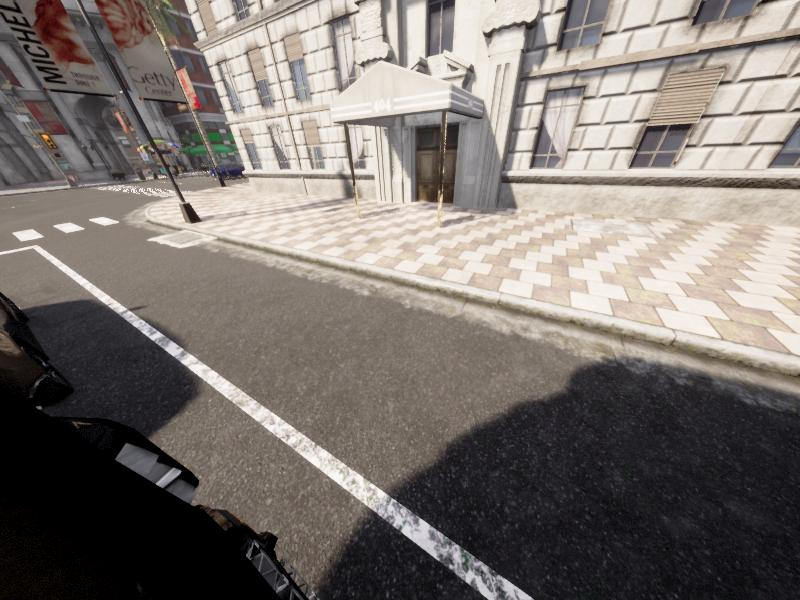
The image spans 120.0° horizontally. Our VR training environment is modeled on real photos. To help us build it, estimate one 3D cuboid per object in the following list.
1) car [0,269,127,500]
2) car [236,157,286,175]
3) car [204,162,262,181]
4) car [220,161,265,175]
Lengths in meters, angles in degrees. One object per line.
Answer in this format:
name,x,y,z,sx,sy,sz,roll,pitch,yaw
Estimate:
car,-5.464,0.515,2.228,4.902,1.511,2.128,15,38,25
car,-18.480,-18.037,31.054,1.930,1.638,5.238,16,38,26
car,-18.296,-14.283,25.565,1.812,1.442,4.674,16,38,26
car,-21.806,-18.455,32.252,1.895,1.301,4.718,16,38,27
